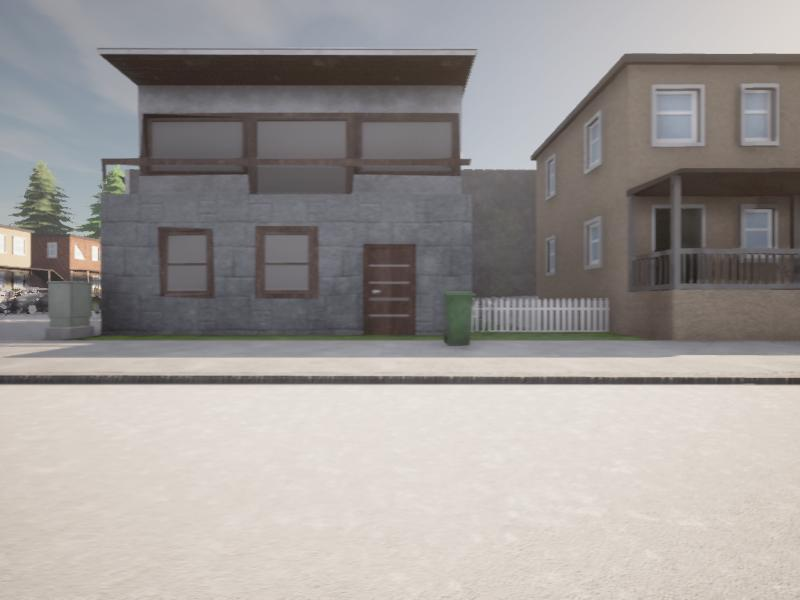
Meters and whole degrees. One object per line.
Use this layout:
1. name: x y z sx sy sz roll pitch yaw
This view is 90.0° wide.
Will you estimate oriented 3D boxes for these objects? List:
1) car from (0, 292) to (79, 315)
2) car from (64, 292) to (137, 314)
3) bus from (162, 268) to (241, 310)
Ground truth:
1. car: -25.953 0.235 28.735 1.837 1.490 4.892 0 0 0
2. car: -21.963 0.220 29.586 2.007 1.525 4.514 0 0 0
3. bus: -22.098 -1.139 45.563 3.944 4.253 10.273 0 0 0
